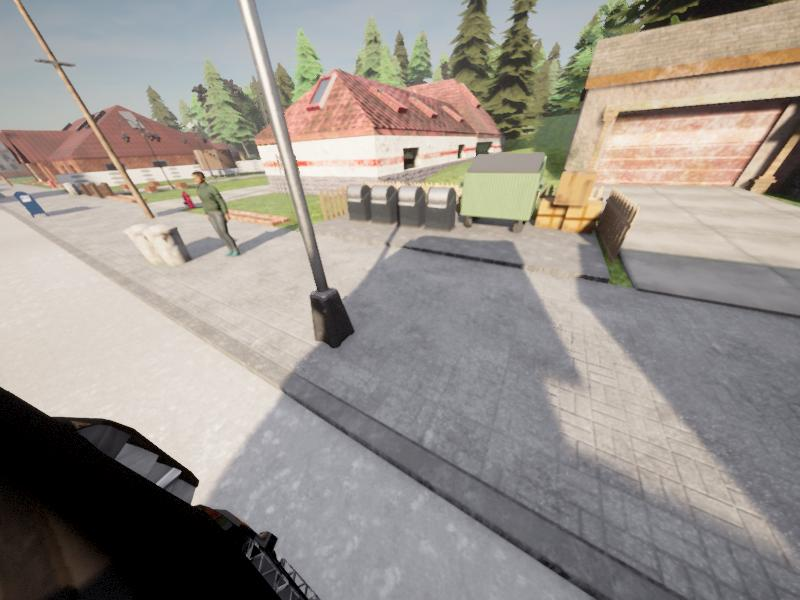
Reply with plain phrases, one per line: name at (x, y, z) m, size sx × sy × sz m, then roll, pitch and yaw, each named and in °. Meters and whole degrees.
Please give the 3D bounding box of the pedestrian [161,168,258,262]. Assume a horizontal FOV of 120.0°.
pedestrian at (-4.178, -1.894, 5.241) m, size 0.751 × 1.860 × 0.751 m, roll 7°, pitch 35°, yaw 14°
